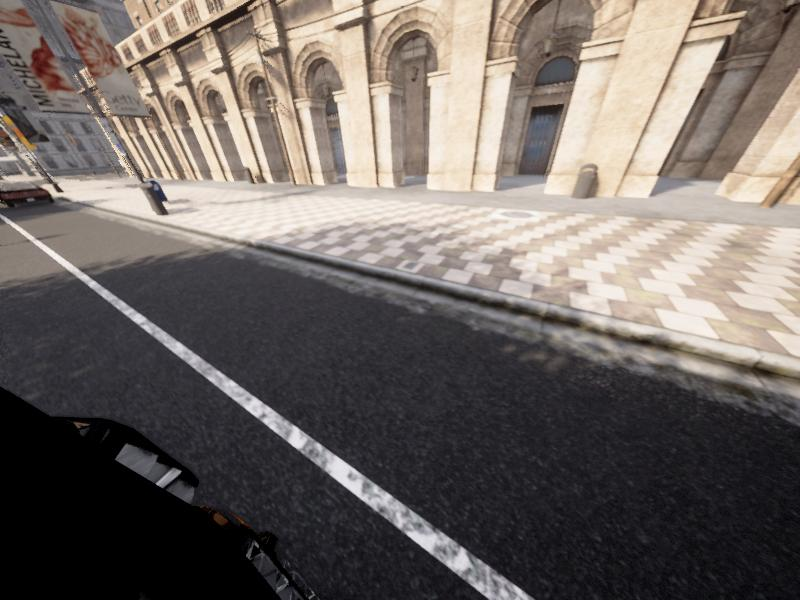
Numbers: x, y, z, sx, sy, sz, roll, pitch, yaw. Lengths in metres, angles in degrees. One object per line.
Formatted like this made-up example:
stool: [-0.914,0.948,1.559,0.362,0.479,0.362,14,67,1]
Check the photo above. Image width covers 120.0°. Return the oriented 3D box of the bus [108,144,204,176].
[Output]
bus: [-42.476,-24.964,40.944,3.944,4.253,10.273,16,38,26]

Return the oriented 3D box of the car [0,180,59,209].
car: [-25.352,-7.140,15.457,4.718,1.301,1.895,16,38,26]
